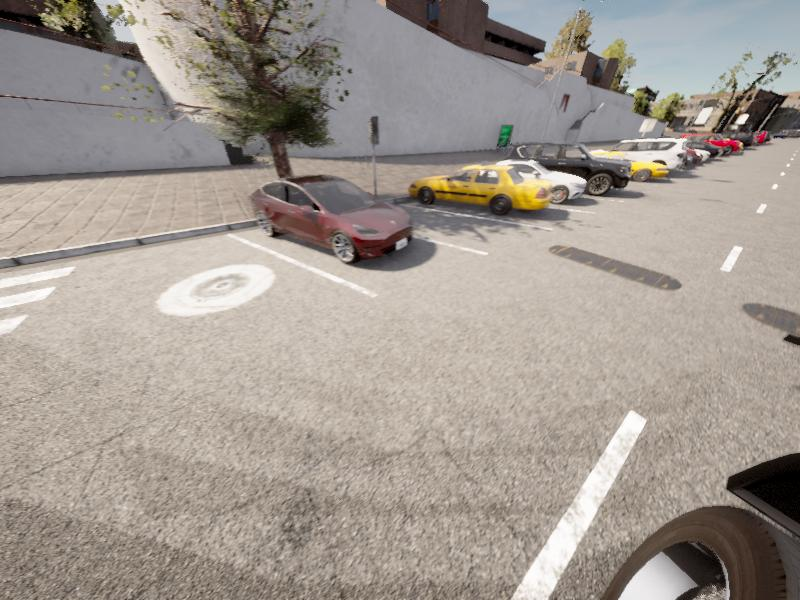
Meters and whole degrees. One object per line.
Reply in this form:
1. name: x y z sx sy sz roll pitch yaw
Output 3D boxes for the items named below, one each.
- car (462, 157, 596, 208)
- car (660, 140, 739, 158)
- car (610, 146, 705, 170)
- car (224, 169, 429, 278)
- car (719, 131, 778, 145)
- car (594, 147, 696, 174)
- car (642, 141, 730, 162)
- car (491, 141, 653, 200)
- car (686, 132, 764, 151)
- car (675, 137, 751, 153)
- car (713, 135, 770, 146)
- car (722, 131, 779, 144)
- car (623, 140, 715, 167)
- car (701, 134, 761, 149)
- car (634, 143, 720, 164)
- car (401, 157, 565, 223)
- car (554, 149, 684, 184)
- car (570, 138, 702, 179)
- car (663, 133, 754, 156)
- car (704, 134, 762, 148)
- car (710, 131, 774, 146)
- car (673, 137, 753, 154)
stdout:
1. car: 5.416 -5.325 10.169 4.674 1.452 2.002 21 40 29
2. car: 32.497 -16.621 25.363 4.792 1.488 2.163 21 41 29
3. car: 20.182 -11.436 18.509 4.674 1.452 2.002 21 40 29
4. car: -1.936 -2.314 5.948 4.792 1.488 2.163 21 40 29
5. car: 66.872 -31.232 44.564 5.566 2.045 2.435 21 41 29
6. car: 17.691 -10.422 17.125 4.792 1.488 2.163 21 41 29
7. car: 27.558 -14.570 22.606 5.008 1.535 2.097 21 41 29
8. car: 7.903 -6.562 11.389 5.566 2.045 2.435 21 40 29
9. car: 44.725 -22.035 32.105 5.566 2.045 2.435 21 41 29
10. car: 39.689 -19.819 29.568 5.366 1.575 1.946 21 41 29
11. car: 61.814 -29.045 42.016 5.366 1.575 1.946 21 41 29
12. car: 69.400 -32.231 45.920 5.566 2.045 2.435 21 40 29
13. car: 22.611 -12.615 19.804 4.553 1.767 2.185 21 41 29
14. car: 49.695 -23.970 34.914 4.553 1.767 2.185 21 41 29
15. car: 25.096 -13.505 21.261 4.674 1.452 2.002 21 41 29
16. car: 2.803 -4.408 8.827 5.366 1.575 1.946 21 41 29
17. car: 12.950 -8.338 14.236 5.366 1.575 1.946 21 40 29
18. car: 15.230 -9.628 15.581 5.566 2.045 2.435 21 41 29
19. car: 34.949 -17.890 26.579 5.566 2.045 2.435 21 41 29
20. car: 52.105 -25.017 36.334 4.553 1.767 2.185 21 40 29
21. car: 59.477 -28.179 40.412 5.566 2.045 2.435 21 41 29
22. car: 37.541 -18.672 28.017 5.366 1.575 1.946 21 41 29
